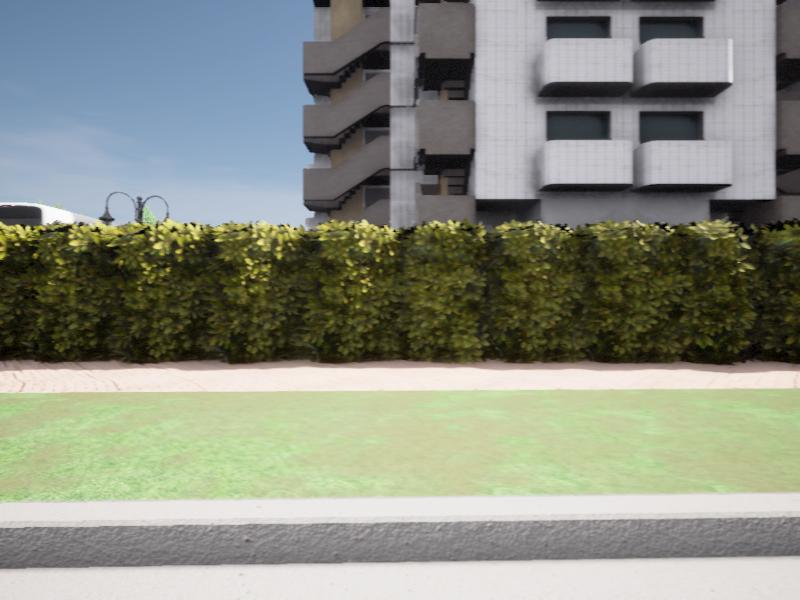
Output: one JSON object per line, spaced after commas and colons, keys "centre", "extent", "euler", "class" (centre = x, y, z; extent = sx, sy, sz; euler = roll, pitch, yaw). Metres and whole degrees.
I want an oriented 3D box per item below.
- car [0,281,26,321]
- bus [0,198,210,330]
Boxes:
{"centre": [-19.978, 0.048, 18.357], "extent": [1.905, 1.878, 3.866], "euler": [0, 0, 2], "class": "car"}
{"centre": [-13.101, -1.134, 18.097], "extent": [3.944, 4.253, 10.273], "euler": [0, 0, 2], "class": "bus"}
